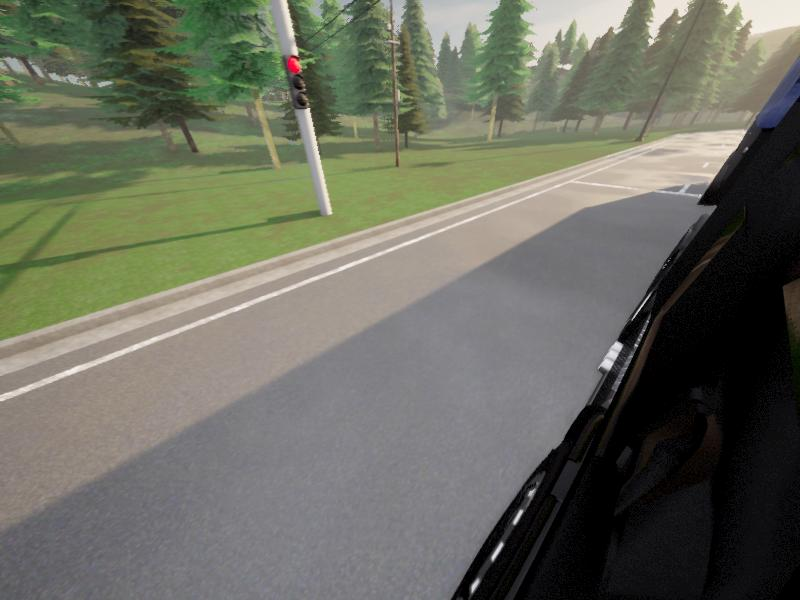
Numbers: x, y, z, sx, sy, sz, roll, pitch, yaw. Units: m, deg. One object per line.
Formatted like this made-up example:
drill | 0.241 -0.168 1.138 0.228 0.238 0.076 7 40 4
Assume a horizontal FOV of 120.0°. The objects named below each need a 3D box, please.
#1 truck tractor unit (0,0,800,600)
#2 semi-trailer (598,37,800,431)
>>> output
truck tractor unit | 2.645 -0.295 0.352 6.516 4.208 3.053 -28 44 -30
semi-trailer | 8.708 -3.593 4.225 14.254 4.402 2.717 -28 43 -30
